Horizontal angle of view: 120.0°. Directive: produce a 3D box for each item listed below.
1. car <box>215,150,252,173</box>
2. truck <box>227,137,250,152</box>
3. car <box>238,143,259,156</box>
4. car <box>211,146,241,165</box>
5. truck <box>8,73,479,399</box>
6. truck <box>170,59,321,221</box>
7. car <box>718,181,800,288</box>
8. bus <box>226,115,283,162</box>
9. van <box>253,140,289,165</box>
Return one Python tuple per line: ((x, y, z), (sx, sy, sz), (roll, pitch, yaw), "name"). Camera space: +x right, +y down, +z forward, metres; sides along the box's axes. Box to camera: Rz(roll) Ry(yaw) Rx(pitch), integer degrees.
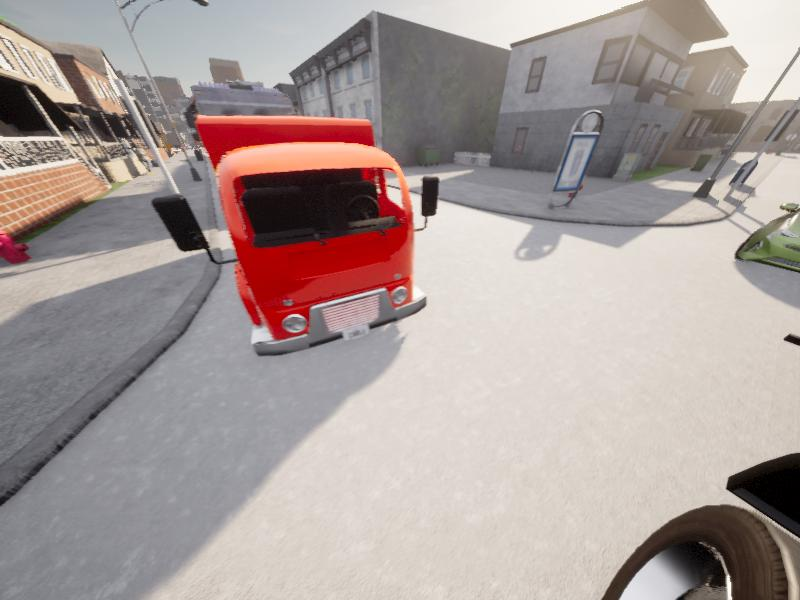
((-14.171, -11.814, 19.580), (1.994, 1.385, 4.181), (-22, 40, -27), "car")
((-33.022, -31.859, 47.188), (2.627, 2.467, 5.204), (-23, 41, -29), "truck")
((-24.656, -24.503, 37.511), (2.007, 1.525, 4.514), (-22, 41, -28), "car")
((-19.083, -15.907, 25.275), (1.882, 1.535, 5.008), (-22, 41, -28), "car")
((-1.637, -1.635, 4.107), (2.627, 2.467, 5.204), (-16, 37, -20), "truck")
((-6.732, -6.709, 10.146), (2.891, 3.827, 8.468), (-22, 41, -28), "truck")
((9.178, -1.460, 4.571), (4.514, 1.525, 2.007), (-17, 39, -22), "car")
((-19.075, -20.906, 30.005), (3.944, 4.253, 10.273), (-22, 41, -28), "bus")
((-13.746, -15.759, 24.582), (2.069, 2.038, 4.480), (-22, 41, -28), "van")
